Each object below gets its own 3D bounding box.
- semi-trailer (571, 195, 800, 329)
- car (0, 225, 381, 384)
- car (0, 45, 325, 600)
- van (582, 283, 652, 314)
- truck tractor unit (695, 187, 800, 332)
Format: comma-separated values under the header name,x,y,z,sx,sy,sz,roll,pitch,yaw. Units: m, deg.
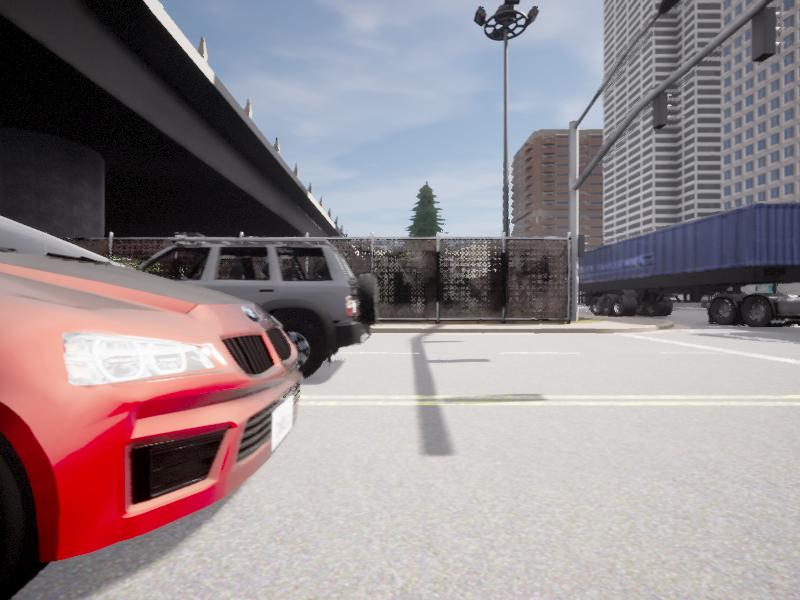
name,x,y,z,sx,sy,sz,roll,pitch,yaw
semi-trailer,13.080,-1.266,20.281,2.717,4.402,14.254,0,0,0
car,-2.617,0.052,5.697,4.605,1.855,1.932,0,0,0
car,-2.919,0.156,2.176,4.611,1.667,2.242,0,0,0
van,15.355,-0.075,28.614,2.069,2.038,4.480,0,0,-10
truck tractor unit,13.085,-1.155,12.364,3.053,4.208,6.516,0,0,0
